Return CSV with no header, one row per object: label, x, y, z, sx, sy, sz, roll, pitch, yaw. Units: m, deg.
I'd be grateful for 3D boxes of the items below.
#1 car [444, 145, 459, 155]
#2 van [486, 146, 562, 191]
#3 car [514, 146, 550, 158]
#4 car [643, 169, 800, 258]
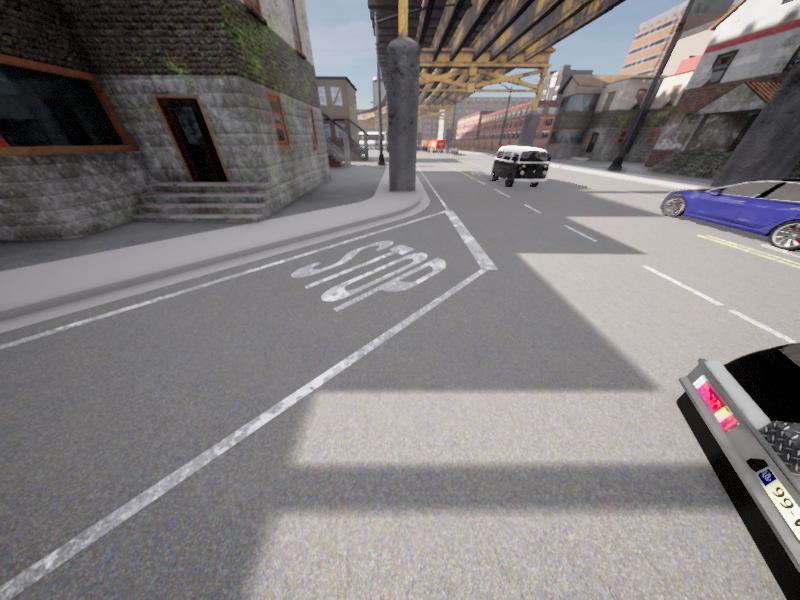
car,10.224,-29.822,45.933,1.845,1.501,3.633,-2,35,-3
van,7.156,-8.152,14.093,2.069,2.038,4.480,0,34,0
car,22.765,-25.622,39.859,4.974,1.542,2.038,18,38,24
car,10.689,-2.709,6.714,2.163,1.488,4.792,0,35,0
